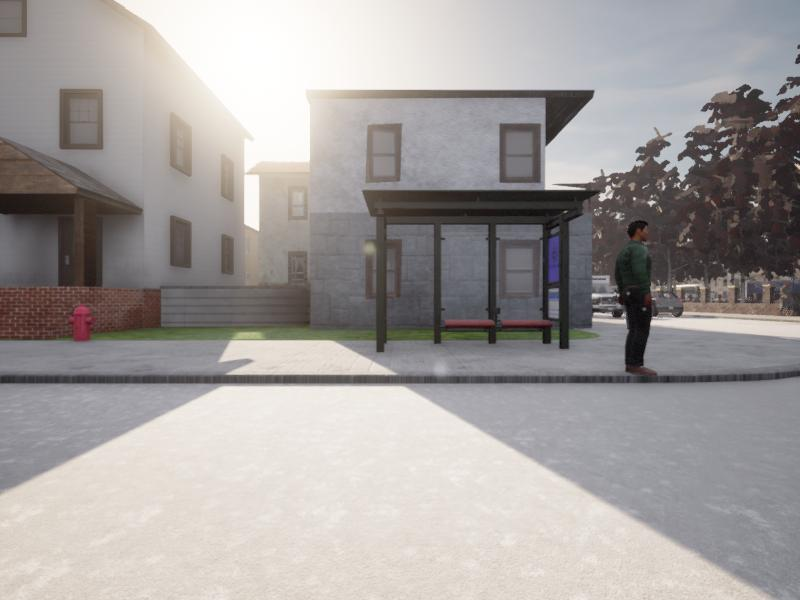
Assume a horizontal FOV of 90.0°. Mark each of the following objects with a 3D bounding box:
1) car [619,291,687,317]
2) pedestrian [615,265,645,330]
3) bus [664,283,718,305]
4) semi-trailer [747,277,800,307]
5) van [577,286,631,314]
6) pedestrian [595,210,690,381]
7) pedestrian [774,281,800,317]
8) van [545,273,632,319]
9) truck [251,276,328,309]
[{"bbox_3d":[15.392,0.228,24.579,1.845,1.501,3.633,0,0,-1],"label":"car"},{"bbox_3d":[6.847,-0.075,11.942,0.751,1.860,0.751,0,0,26],"label":"pedestrian"},{"bbox_3d":[60.709,-1.129,83.972,3.944,4.253,10.273,0,0,0],"label":"bus"},{"bbox_3d":[60.744,-1.213,61.462,2.717,4.402,14.254,0,0,1],"label":"semi-trailer"},{"bbox_3d":[15.475,0.000,30.585,1.775,1.987,4.442,0,0,-2],"label":"van"},{"bbox_3d":[2.850,-0.053,4.784,0.751,1.860,0.751,0,0,9],"label":"pedestrian"},{"bbox_3d":[20.625,-0.066,21.300,0.751,1.860,0.751,0,0,0],"label":"pedestrian"},{"bbox_3d":[11.245,-0.221,24.581,2.351,2.431,6.366,0,0,0],"label":"van"},{"bbox_3d":[-13.118,-0.921,48.017,8.468,3.827,2.891,0,0,1],"label":"truck"}]
